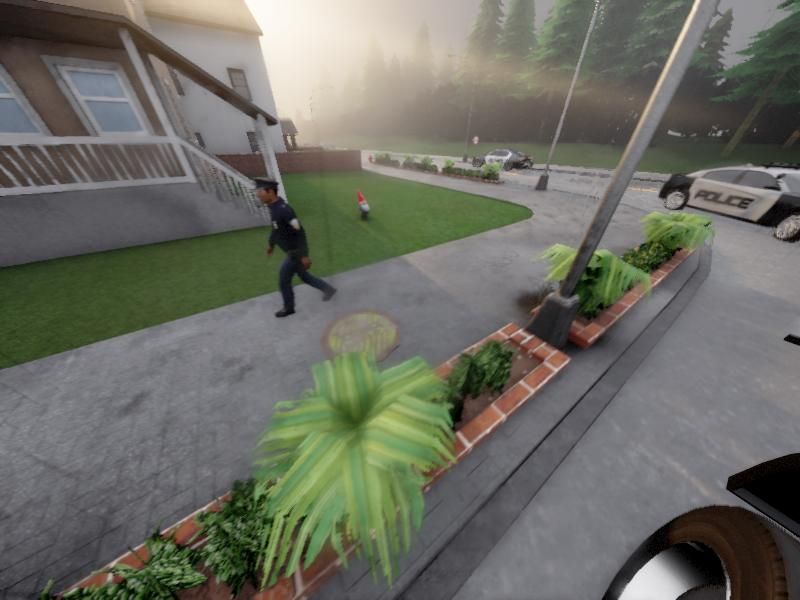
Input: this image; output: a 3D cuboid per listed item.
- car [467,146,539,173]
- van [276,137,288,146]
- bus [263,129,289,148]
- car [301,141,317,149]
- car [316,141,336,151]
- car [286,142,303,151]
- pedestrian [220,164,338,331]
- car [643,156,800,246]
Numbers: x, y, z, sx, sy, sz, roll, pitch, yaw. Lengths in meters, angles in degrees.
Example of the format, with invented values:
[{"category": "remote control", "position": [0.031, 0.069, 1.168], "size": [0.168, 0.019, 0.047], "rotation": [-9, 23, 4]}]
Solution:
[{"category": "car", "position": [8.288, -11.708, 19.138], "size": [2.038, 1.542, 4.974], "rotation": [-21, 40, -27]}, {"category": "van", "position": [-39.831, -53.527, 77.942], "size": [1.988, 2.561, 5.915], "rotation": [-21, 40, -27]}, {"category": "bus", "position": [-35.968, -46.867, 67.004], "size": [3.944, 4.253, 10.273], "rotation": [-21, 40, -27]}, {"category": "car", "position": [-22.470, -38.226, 56.904], "size": [2.033, 1.649, 4.856], "rotation": [-21, 40, -27]}, {"category": "car", "position": [-15.482, -32.204, 48.326], "size": [2.152, 1.651, 5.027], "rotation": [-21, 40, -27]}, {"category": "car", "position": [-24.494, -35.689, 53.587], "size": [2.152, 1.651, 5.027], "rotation": [-21, 40, -27]}, {"category": "pedestrian", "position": [-1.451, -0.639, 2.992], "size": [0.751, 1.860, 0.751], "rotation": [-21, 40, -27]}, {"category": "car", "position": [10.828, -3.081, 6.778], "size": [1.930, 1.638, 5.238], "rotation": [1, 35, 0]}]
